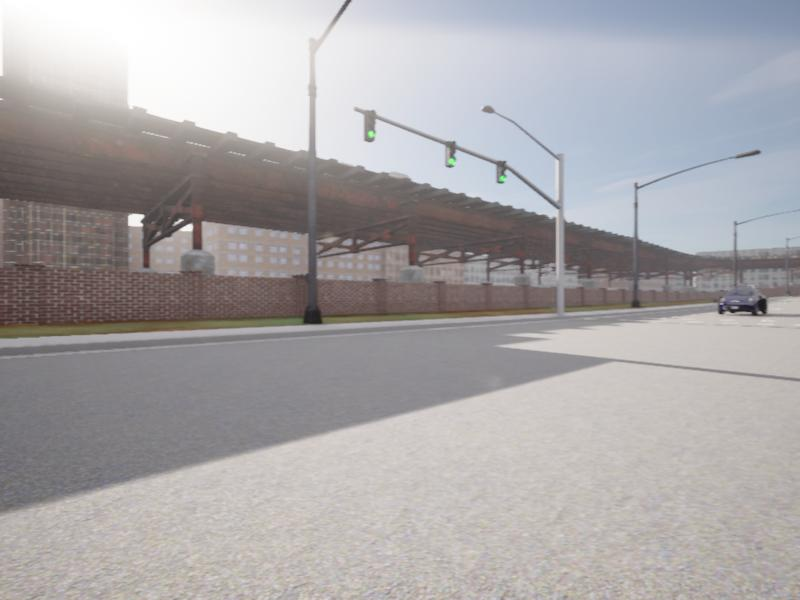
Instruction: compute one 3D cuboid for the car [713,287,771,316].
[{"bbox_3d":[19.116,0.068,22.331,3.633,1.501,1.845,-1,1,-39],"label":"car"}]
